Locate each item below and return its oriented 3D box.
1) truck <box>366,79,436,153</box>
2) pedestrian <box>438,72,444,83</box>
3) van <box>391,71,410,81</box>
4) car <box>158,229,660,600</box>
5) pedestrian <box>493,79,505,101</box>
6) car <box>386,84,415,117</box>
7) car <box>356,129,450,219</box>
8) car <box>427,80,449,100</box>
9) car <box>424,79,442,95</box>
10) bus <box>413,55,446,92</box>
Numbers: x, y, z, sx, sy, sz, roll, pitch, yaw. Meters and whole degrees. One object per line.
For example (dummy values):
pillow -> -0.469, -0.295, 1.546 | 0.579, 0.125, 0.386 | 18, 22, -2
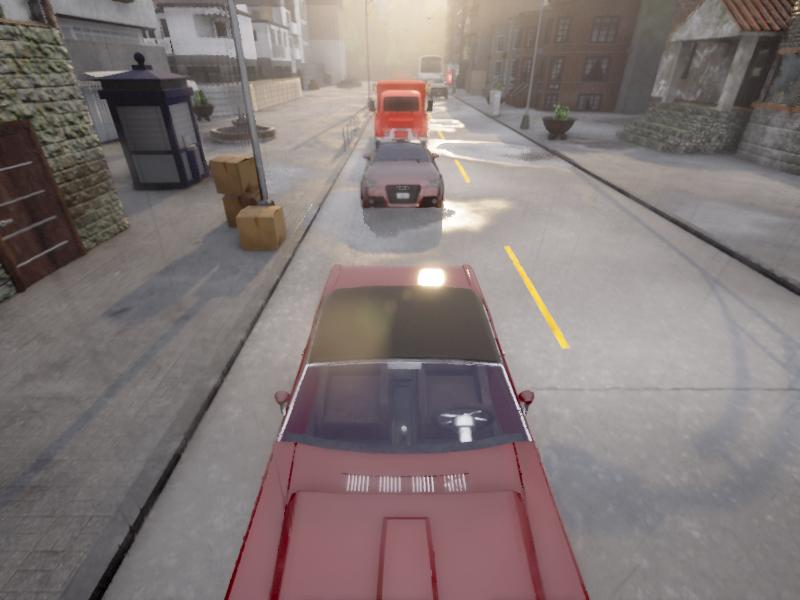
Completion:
truck -> 0.046, -8.366, 17.860 | 2.627, 2.467, 5.204 | 0, 30, 0
pedestrian -> 8.030, -43.472, 78.231 | 0.751, 1.860, 0.751 | -9, 32, -15
van -> 0.128, -51.807, 92.626 | 4.442, 1.987, 1.775 | 0, 30, 0
car -> 0.031, 0.876, 3.234 | 1.895, 1.301, 4.718 | 0, 30, 0
pedestrian -> 9.327, -19.858, 37.867 | 0.751, 1.860, 0.751 | 0, 30, 0
car -> 0.063, -14.292, 28.569 | 1.905, 1.878, 3.866 | 0, 30, 0
car -> 0.025, -3.514, 10.656 | 1.994, 1.385, 4.181 | -1, 30, -1
car -> 4.089, -22.947, 43.619 | 1.930, 1.638, 5.238 | 0, 30, 0
car -> 4.098, -26.631, 50.021 | 1.882, 1.535, 5.008 | 0, 30, 0
bus -> 3.993, -32.482, 57.339 | 3.944, 4.253, 10.273 | 0, 30, 0
